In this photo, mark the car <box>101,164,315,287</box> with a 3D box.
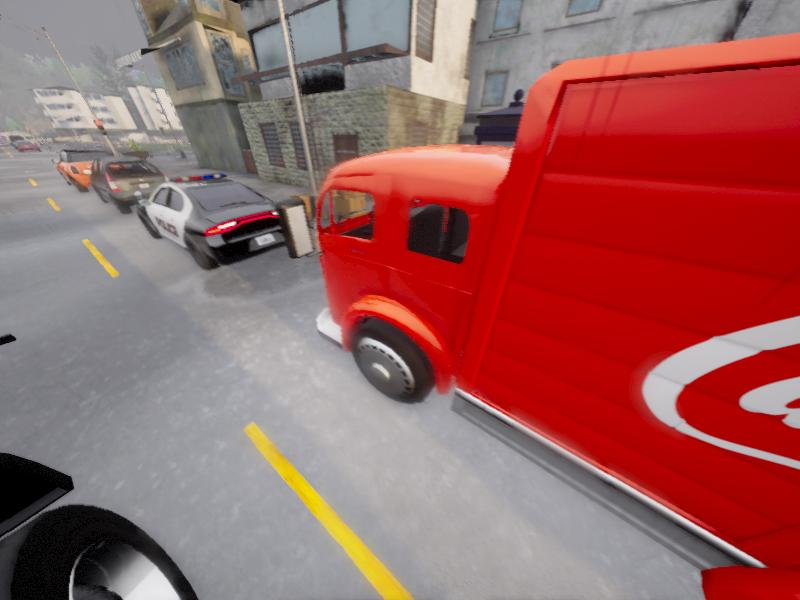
[{"bbox_3d":[-4.666,-2.182,5.608,4.974,1.542,2.038,22,41,28],"label":"car"}]

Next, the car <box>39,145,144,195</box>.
[{"bbox_3d":[-15.602,-6.746,11.707,4.553,1.767,2.097,22,41,28],"label":"car"}]

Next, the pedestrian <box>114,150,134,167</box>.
[{"bbox_3d":[-21.826,-11.168,18.272,0.500,1.100,0.500,-23,41,-29],"label":"pedestrian"}]

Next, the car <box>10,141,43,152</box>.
[{"bbox_3d":[-56.796,-23.379,35.125,4.181,1.385,1.994,21,40,26],"label":"car"}]

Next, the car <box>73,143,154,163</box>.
[{"bbox_3d":[-28.878,-15.100,23.617,4.902,1.511,2.128,-27,44,-33],"label":"car"}]

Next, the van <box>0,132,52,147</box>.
[{"bbox_3d":[-85.249,-36.474,52.444,6.366,2.431,2.351,-11,41,-16],"label":"van"}]

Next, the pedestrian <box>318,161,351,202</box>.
[{"bbox_3d":[-2.575,-4.713,9.192,0.751,1.300,0.751,22,41,28],"label":"pedestrian"}]

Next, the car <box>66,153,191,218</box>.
[{"bbox_3d":[-10.202,-4.471,8.715,3.988,1.617,1.851,22,41,28],"label":"car"}]

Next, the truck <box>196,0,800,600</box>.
[{"bbox_3d":[1.662,0.011,1.760,5.204,2.467,2.627,22,41,28],"label":"truck"}]
